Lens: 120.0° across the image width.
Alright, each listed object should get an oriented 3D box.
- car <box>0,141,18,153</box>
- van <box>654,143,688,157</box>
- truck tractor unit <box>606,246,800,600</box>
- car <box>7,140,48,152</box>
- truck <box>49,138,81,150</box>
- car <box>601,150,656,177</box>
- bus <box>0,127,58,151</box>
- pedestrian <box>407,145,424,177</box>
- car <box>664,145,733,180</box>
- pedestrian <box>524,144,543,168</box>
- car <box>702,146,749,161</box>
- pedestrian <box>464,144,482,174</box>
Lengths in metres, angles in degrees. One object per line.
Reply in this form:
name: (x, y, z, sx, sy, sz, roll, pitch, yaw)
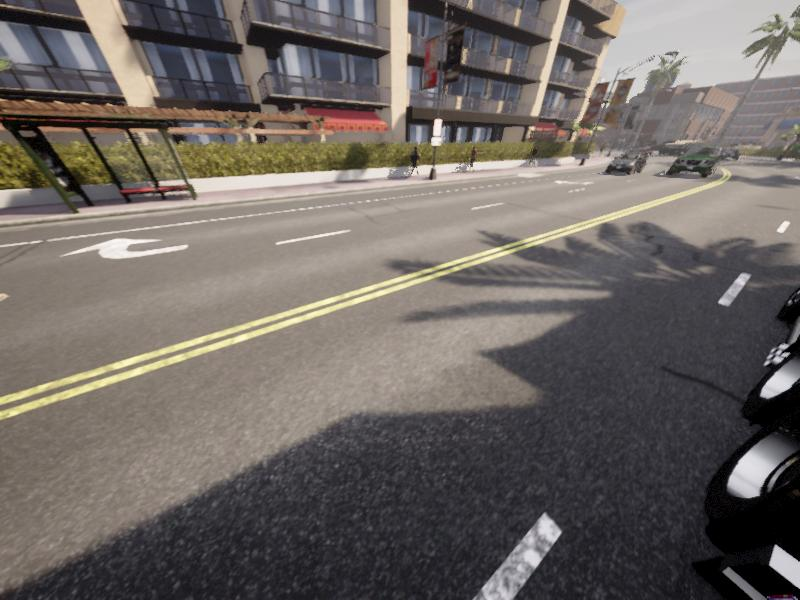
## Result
car: (-81.045, -31.037, 46.795, 1.905, 1.878, 3.866, -20, 39, -26)
van: (49.341, -27.414, 42.155, 1.775, 1.987, 4.442, 11, 36, 16)
truck tractor unit: (5.076, -0.335, 0.828, 6.516, 4.208, 3.053, -20, 39, -26)
car: (-78.503, -32.540, 48.831, 2.150, 2.045, 5.566, -20, 39, -26)
truck: (-87.540, -40.856, 60.416, 2.627, 2.467, 5.204, -20, 39, -26)
car: (18.895, -11.340, 19.098, 3.988, 1.617, 1.851, -22, 41, -29)
bus: (-86.603, -37.157, 53.508, 3.944, 4.253, 10.273, -20, 39, -26)
pedestrian: (1.042, -9.511, 15.829, 0.751, 1.860, 0.751, -20, 40, -27)
car: (23.467, -10.934, 18.152, 5.566, 2.045, 2.150, -23, 41, -30)
pedestrian: (12.630, -13.620, 21.828, 0.751, 1.860, 0.751, -17, 38, -23)
car: (49.504, -22.471, 35.332, 2.152, 1.651, 5.027, 17, 38, 22)
pedestrian: (5.626, -10.889, 17.844, 0.751, 1.860, 0.751, -23, 41, -29)
